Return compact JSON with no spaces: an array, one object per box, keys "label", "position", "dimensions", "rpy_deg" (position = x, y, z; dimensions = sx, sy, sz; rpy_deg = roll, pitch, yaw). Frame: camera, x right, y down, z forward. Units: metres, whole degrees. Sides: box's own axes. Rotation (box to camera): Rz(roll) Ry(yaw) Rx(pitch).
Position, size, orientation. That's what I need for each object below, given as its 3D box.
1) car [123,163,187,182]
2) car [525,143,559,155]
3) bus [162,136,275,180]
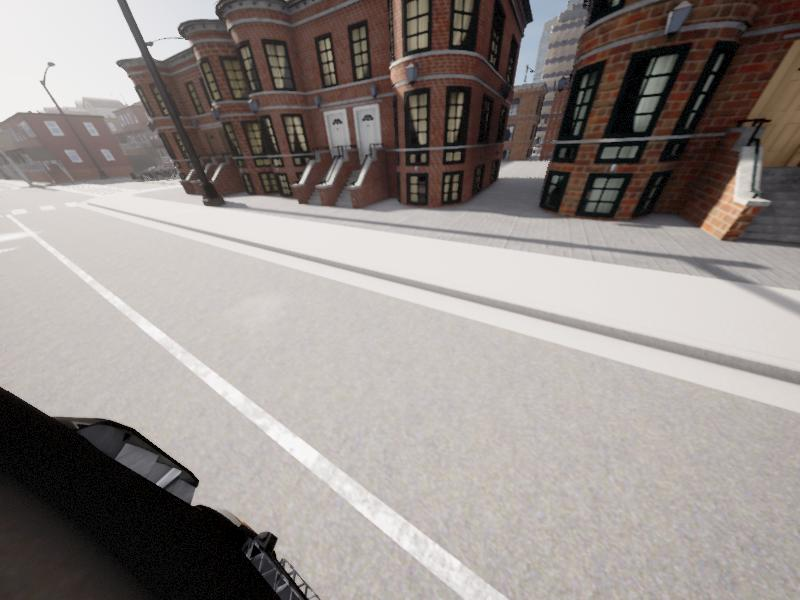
[{"label":"car","position":[-31.780,-16.680,30.197],"dimensions":[1.930,1.638,5.238],"rpy_deg":[16,38,26]},{"label":"car","position":[24.925,-26.538,40.616],"dimensions":[4.674,1.442,1.812],"rpy_deg":[16,38,26]},{"label":"bus","position":[-22.998,-18.917,30.489],"dimensions":[3.944,4.253,10.273],"rpy_deg":[16,38,26]}]
